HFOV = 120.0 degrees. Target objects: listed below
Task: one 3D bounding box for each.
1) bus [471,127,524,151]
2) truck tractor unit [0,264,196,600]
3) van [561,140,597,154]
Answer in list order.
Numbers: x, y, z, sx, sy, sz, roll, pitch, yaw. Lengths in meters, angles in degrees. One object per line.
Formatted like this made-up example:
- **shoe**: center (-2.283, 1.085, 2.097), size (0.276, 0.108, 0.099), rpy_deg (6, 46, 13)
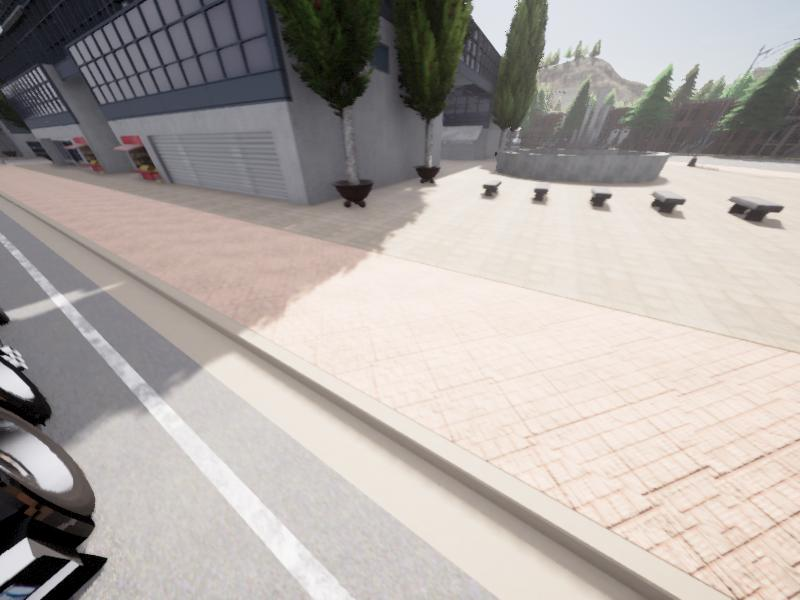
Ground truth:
- **bus**: center (22.748, -37.821, 54.437), size (10.273, 4.253, 3.944), rpy_deg (21, 40, 28)
- **truck tractor unit**: center (-5.112, -0.299, 0.791), size (6.516, 4.208, 3.053), rpy_deg (18, 39, 24)
- **van**: center (32.156, -27.606, 41.647), size (1.775, 1.987, 4.442), rpy_deg (-18, 38, -23)
